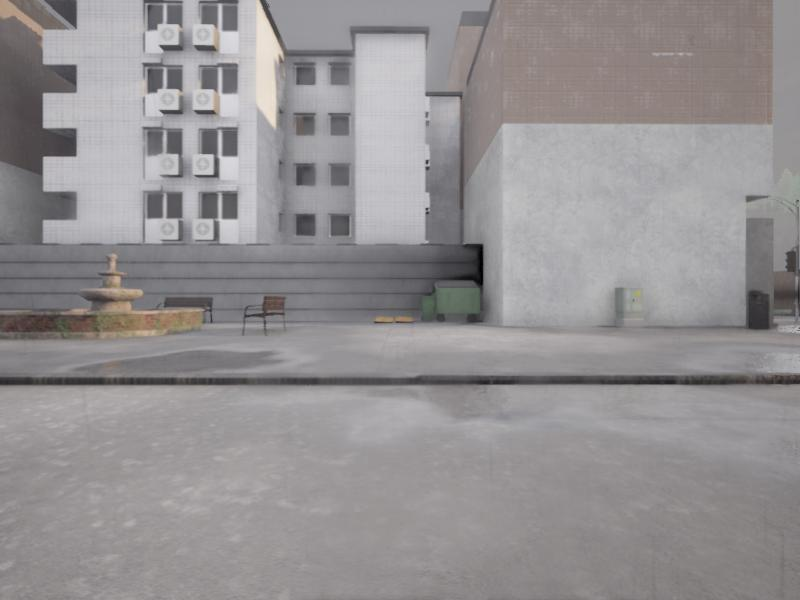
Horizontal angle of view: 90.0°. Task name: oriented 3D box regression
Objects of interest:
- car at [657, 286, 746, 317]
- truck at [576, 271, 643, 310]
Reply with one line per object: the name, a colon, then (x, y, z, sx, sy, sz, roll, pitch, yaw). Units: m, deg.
car: (18.661, 0.104, 25.090, 2.097, 1.767, 4.553, 0, 0, 0)
truck: (22.542, -0.909, 43.744, 2.891, 3.827, 8.468, 0, 0, 0)
